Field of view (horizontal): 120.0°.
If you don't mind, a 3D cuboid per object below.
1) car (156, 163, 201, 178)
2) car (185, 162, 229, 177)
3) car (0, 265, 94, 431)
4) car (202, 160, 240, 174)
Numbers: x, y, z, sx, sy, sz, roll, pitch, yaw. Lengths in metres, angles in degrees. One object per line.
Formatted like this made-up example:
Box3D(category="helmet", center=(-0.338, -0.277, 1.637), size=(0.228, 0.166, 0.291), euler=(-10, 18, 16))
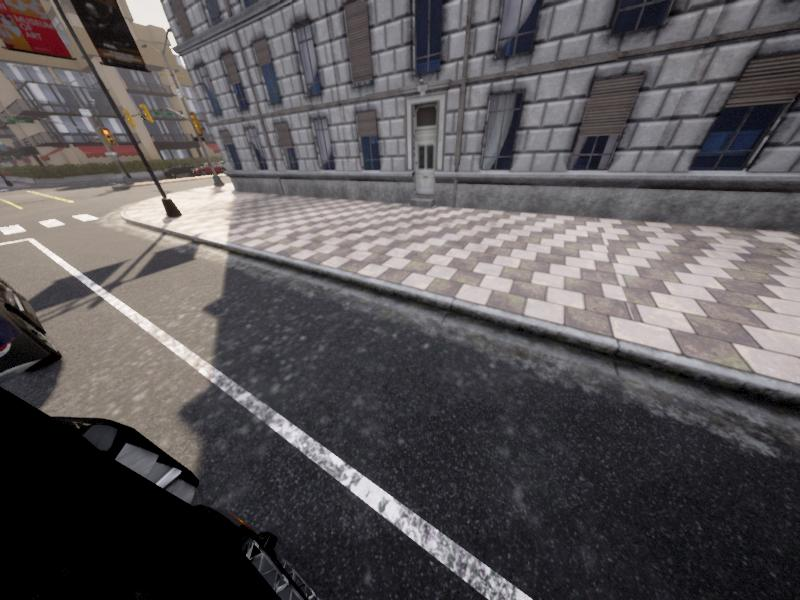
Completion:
Box3D(category="car", center=(-29.908, -17.594, 31.326), size=(1.789, 1.549, 3.705), euler=(16, 38, 26))
Box3D(category="car", center=(-25.913, -17.660, 31.189), size=(1.970, 1.475, 3.806), euler=(16, 38, 26))
Box3D(category="car", center=(-6.308, 0.208, 2.644), size=(4.856, 1.649, 2.033), euler=(16, 38, 26))
Box3D(category="car", center=(-27.189, -20.259, 35.201), size=(1.970, 1.475, 3.806), euler=(16, 38, 26))
